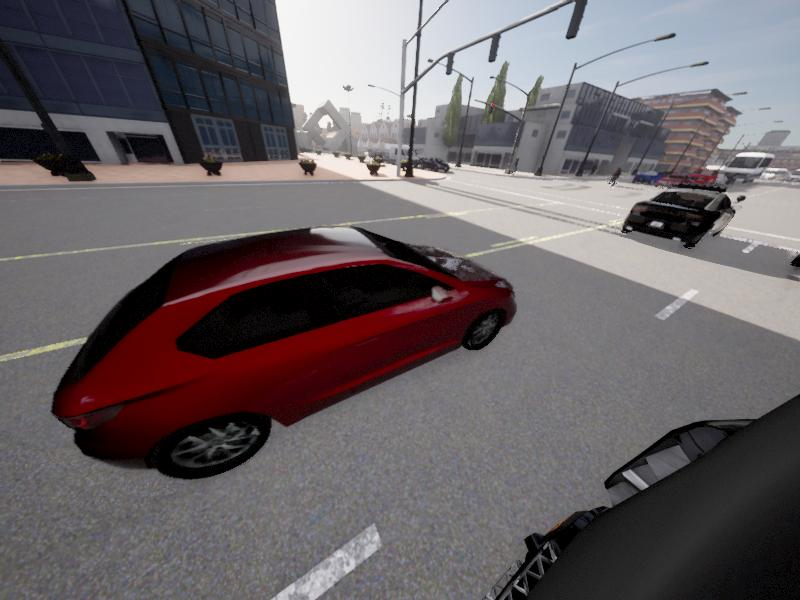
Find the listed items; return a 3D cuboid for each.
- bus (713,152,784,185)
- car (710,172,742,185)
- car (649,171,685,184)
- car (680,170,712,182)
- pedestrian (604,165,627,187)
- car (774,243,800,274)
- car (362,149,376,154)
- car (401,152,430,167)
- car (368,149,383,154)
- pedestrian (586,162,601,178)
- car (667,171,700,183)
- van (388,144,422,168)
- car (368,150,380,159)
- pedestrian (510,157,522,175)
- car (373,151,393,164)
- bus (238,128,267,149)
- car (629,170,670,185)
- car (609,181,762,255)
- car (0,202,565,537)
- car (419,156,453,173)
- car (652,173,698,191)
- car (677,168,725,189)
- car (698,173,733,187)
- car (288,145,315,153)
[{"bbox_3d":[59.276,-22.512,39.350,10.273,4.253,3.944,-17,38,-26],"label":"bus"},{"bbox_3d":[50.617,-18.857,35.891,4.193,1.474,1.816,-17,38,-26],"label":"car"},{"bbox_3d":[37.904,-17.409,32.778,4.892,1.490,1.837,-16,38,-26],"label":"car"},{"bbox_3d":[49.705,-20.871,38.782,5.008,1.535,1.882,-17,38,-26],"label":"car"},{"bbox_3d":[21.811,-12.532,23.416,0.751,1.860,0.751,13,34,14],"label":"pedestrian"},{"bbox_3d":[12.589,-1.454,5.948,4.792,1.488,2.163,-14,37,-25],"label":"car"},{"bbox_3d":[-11.649,-55.575,86.338,4.892,1.490,1.837,21,37,25],"label":"car"},{"bbox_3d":[2.349,-22.335,36.679,1.930,1.638,5.238,-15,37,-26],"label":"car"},{"bbox_3d":[-9.625,-57.801,90.048,5.357,1.411,2.033,8,33,6],"label":"car"},{"bbox_3d":[27.747,-18.657,33.124,0.751,1.860,0.751,-15,38,-27],"label":"pedestrian"},{"bbox_3d":[44.228,-19.175,36.036,4.181,1.385,1.994,-15,38,-25],"label":"car"},{"bbox_3d":[0.568,-20.702,33.165,1.988,2.561,5.915,-15,37,-26],"label":"van"},{"bbox_3d":[-5.727,-31.763,50.455,1.816,1.474,4.193,-8,35,-17],"label":"car"},{"bbox_3d":[13.887,-16.081,27.764,0.751,1.860,0.751,17,35,19],"label":"pedestrian"},{"bbox_3d":[-2.861,-23.589,38.163,1.845,1.501,3.633,-15,38,-27],"label":"car"},{"bbox_3d":[-39.848,-43.374,62.171,3.944,4.253,10.273,-20,40,-32],"label":"bus"},{"bbox_3d":[32.316,-15.870,29.870,5.008,1.535,1.882,-16,38,-27],"label":"car"},{"bbox_3d":[10.013,-3.109,8.085,5.238,1.638,1.930,-16,38,-27],"label":"car"},{"bbox_3d":[-0.486,-0.039,2.663,4.193,1.474,1.816,-16,38,-26],"label":"car"},{"bbox_3d":[4.265,-16.540,28.141,1.816,1.474,4.193,-15,37,-26],"label":"car"},{"bbox_3d":[30.184,-12.995,25.371,4.674,1.442,1.812,-16,38,-26],"label":"car"},{"bbox_3d":[38.399,-15.541,29.483,5.566,2.045,2.150,-15,38,-27],"label":"car"},{"bbox_3d":[45.289,-17.276,33.191,4.674,1.442,1.812,-16,38,-26],"label":"car"},{"bbox_3d":[-23.779,-36.518,55.937,5.357,1.411,2.033,3,33,-1],"label":"car"}]
